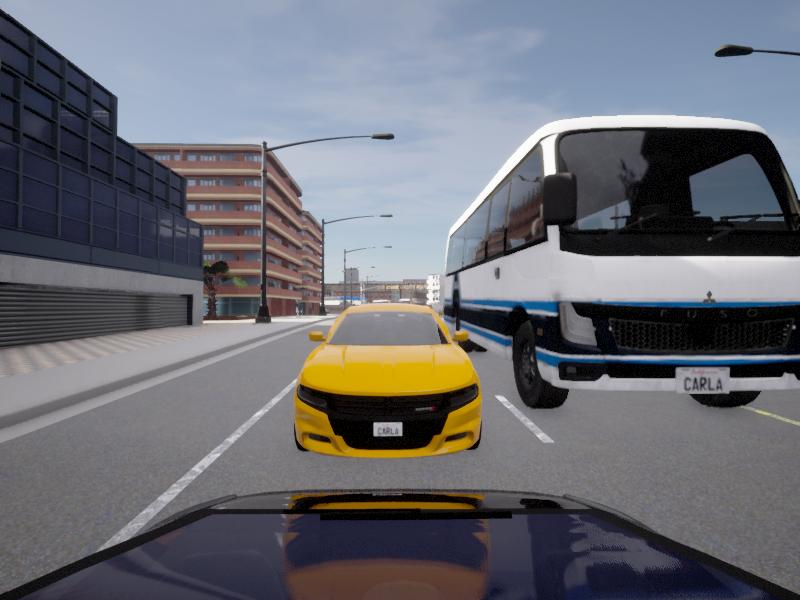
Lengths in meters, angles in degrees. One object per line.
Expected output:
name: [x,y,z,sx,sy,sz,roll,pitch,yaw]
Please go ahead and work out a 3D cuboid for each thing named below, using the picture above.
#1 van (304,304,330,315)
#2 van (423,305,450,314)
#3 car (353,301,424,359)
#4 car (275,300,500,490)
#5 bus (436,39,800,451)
van: [-19.654,2.234,95.167,5.915,2.561,1.988,0,-1,-2]
van: [9.001,2.378,99.890,6.366,2.431,2.351,0,-1,-2]
car: [-0.325,0.768,12.619,1.812,1.442,4.674,0,1,-1]
car: [-0.158,0.790,5.854,1.882,1.535,5.008,0,1,-1]
bus: [3.384,-0.599,9.312,3.944,4.253,10.273,0,0,-1]
